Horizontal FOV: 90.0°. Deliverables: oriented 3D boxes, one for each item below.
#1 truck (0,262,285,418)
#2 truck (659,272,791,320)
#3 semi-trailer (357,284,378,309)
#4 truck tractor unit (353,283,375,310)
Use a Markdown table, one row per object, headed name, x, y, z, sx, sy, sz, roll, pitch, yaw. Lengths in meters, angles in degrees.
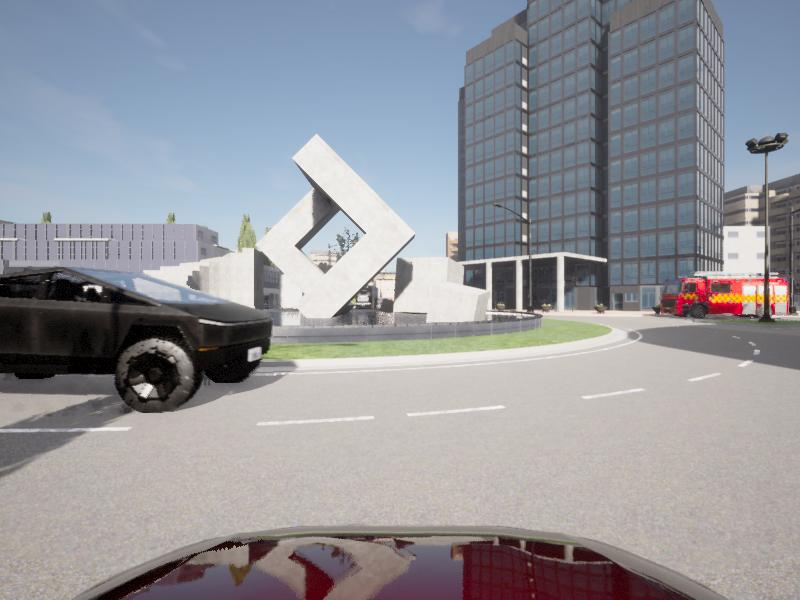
| name | x | y | z | sx | sy | sz | roll | pitch | yaw |
| --- | --- | --- | --- | --- | --- | --- | --- | --- | --- |
| truck | -5.479 | 0.543 | 6.876 | 6.274 | 2.098 | 2.390 | 0 | 0 | 6 |
| truck | 27.293 | -0.321 | 33.984 | 8.468 | 3.827 | 2.891 | 0 | 0 | 6 |
| semi-trailer | -5.906 | -0.617 | 75.527 | 2.717 | 4.402 | 14.254 | 0 | 0 | 1 |
| truck tractor unit | -5.976 | -0.526 | 67.619 | 3.053 | 4.208 | 6.516 | 0 | -1 | 0 |
